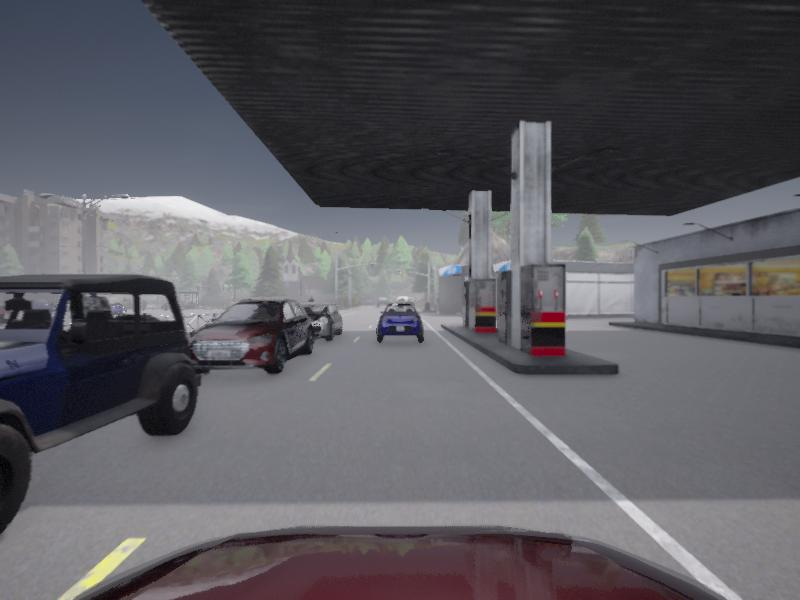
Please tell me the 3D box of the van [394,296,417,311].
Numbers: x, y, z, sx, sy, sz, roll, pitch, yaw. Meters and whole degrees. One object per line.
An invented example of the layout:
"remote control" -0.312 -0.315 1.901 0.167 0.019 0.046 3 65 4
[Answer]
"van" 0.875 0.527 58.460 2.069 2.038 4.480 -1 0 17

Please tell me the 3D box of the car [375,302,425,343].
"car" 0.010 0.841 16.635 1.816 1.474 4.193 0 0 0

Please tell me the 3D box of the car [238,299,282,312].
"car" -16.468 0.646 47.155 4.514 1.523 2.007 0 0 0

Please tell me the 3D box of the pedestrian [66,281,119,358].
"pedestrian" -7.662 0.477 9.999 0.751 1.860 0.751 0 0 0

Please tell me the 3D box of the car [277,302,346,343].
"car" -3.488 0.840 16.482 1.970 1.475 3.806 0 0 0

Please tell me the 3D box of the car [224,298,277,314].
"car" -16.400 0.639 44.018 5.027 1.636 2.152 0 0 0

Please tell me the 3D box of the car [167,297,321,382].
"car" -3.493 0.770 10.159 2.033 1.649 4.856 0 0 0

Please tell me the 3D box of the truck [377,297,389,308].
"truck" -3.464 0.476 82.197 2.390 2.098 6.274 0 0 -1

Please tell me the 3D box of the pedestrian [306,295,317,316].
"pedestrian" -7.753 0.457 35.068 0.751 1.860 0.751 0 0 0

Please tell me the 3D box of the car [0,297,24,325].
"car" -24.007 0.623 22.141 4.514 1.523 2.007 0 0 0

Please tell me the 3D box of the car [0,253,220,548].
"car" -3.499 0.643 3.706 1.905 1.878 3.866 0 0 0
